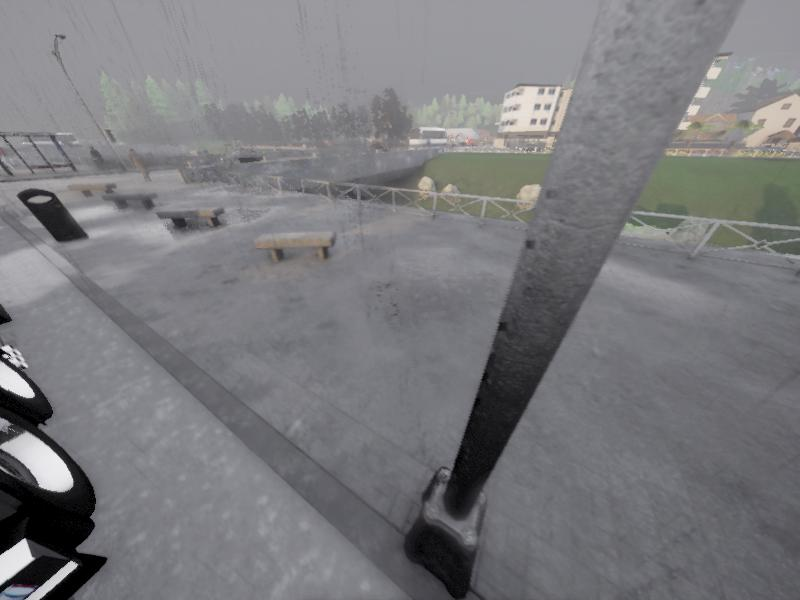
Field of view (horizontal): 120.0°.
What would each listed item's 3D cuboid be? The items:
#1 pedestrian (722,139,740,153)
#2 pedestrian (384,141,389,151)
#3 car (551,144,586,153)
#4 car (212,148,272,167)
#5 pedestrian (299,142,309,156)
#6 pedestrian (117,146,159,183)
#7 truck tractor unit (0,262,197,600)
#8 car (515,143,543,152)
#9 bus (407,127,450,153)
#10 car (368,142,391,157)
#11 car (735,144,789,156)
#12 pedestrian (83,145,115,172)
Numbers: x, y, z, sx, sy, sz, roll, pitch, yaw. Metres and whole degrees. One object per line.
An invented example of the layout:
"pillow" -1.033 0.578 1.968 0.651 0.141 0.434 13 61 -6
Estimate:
"pedestrian" 56.005 -26.035 39.085 0.751 1.860 0.751 12 37 17
"pedestrian" -2.960 -34.895 52.281 0.751 1.860 0.751 -28 44 -34
"car" 33.113 -30.025 45.633 5.357 1.411 2.033 18 39 25
"car" -17.207 -15.800 25.503 2.128 1.511 4.902 19 39 25
"pedestrian" -15.195 -23.992 36.722 0.751 1.860 0.751 17 38 23
"pedestrian" -16.081 -8.352 14.253 0.751 1.860 0.751 11 36 16
"truck tractor unit" -5.110 -0.301 0.787 6.516 4.208 3.053 18 39 24
"car" 26.999 -32.004 48.435 4.892 1.490 1.837 19 39 25
"bus" 6.336 -34.933 50.404 3.944 4.253 10.273 25 43 34
"car" -3.330 -25.179 38.532 1.905 1.878 3.866 18 39 25
"car" 54.891 -22.845 35.149 3.806 1.475 1.970 18 39 25
"pedestrian" -25.256 -11.883 19.412 0.751 1.860 0.751 19 39 26
